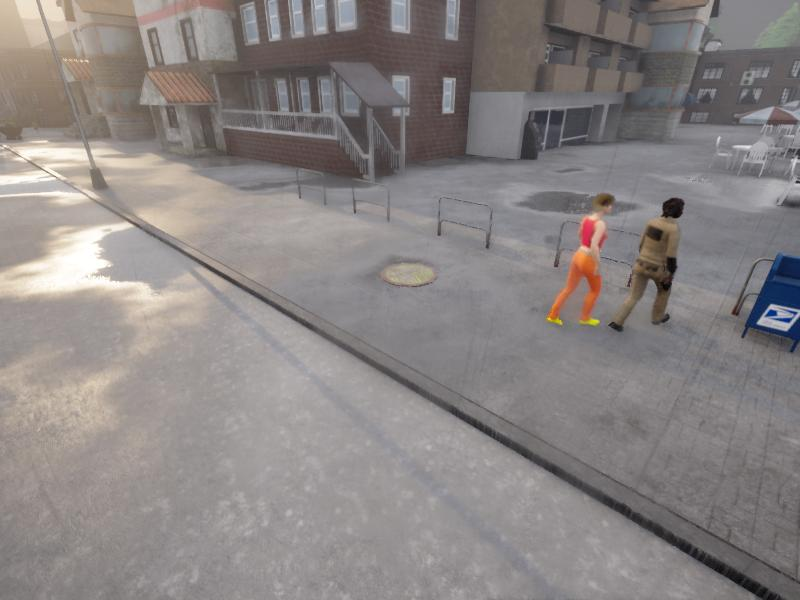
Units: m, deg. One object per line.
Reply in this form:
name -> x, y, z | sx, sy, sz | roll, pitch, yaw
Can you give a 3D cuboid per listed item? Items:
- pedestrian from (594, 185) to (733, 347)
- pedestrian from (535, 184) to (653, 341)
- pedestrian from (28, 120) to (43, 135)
pedestrian -> 3.272, -0.434, 5.135 | 0.751, 1.860, 0.751 | -8, 28, -15
pedestrian -> 2.429, -0.480, 5.228 | 0.751, 1.860, 0.751 | -5, 28, -8
pedestrian -> -30.449, -14.451, 33.423 | 0.500, 1.100, 0.500 | 21, 34, 35
